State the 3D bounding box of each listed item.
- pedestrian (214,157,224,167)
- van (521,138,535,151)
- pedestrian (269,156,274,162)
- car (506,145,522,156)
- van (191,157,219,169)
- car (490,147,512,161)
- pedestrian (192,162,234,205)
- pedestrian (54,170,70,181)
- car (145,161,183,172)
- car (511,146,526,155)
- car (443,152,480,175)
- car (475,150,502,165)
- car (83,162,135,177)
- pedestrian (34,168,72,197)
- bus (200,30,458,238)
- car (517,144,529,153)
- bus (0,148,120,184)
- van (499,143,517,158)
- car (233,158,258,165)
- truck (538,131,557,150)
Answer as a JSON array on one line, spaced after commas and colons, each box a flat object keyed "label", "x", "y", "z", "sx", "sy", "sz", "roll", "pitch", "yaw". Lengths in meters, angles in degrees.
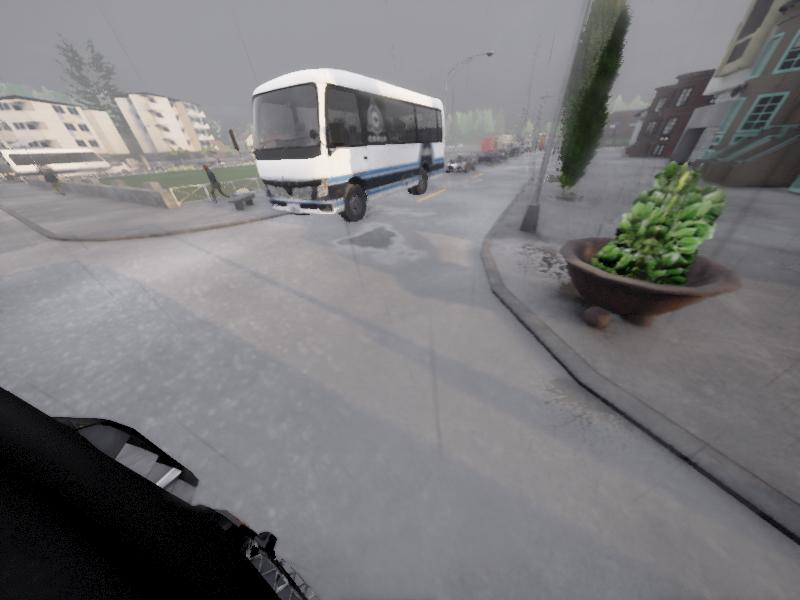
[{"label": "pedestrian", "x": -39.595, "y": -30.099, "z": 50.532, "sx": 0.751, "sy": 1.860, "sz": 0.751, "roll": 16, "pitch": 38, "yaw": 26}, {"label": "van", "x": 32.283, "y": -39.234, "z": 58.391, "sx": 1.988, "sy": 2.561, "sz": 5.915, "roll": 16, "pitch": 38, "yaw": 26}, {"label": "pedestrian", "x": -40.286, "y": -44.090, "z": 72.215, "sx": 0.751, "sy": 1.300, "sz": 0.751, "roll": -2, "pitch": 33, "yaw": 1}, {"label": "car", "x": 21.053, "y": -27.612, "z": 42.709, "sx": 1.816, "sy": 1.474, "sz": 4.193, "roll": 16, "pitch": 38, "yaw": 26}, {"label": "van", "x": -46.900, "y": -32.983, "z": 55.562, "sx": 1.775, "sy": 1.987, "sz": 4.442, "roll": 16, "pitch": 38, "yaw": 26}, {"label": "car", "x": 14.850, "y": -21.467, "z": 33.905, "sx": 1.970, "sy": 1.475, "sz": 3.806, "roll": 16, "pitch": 38, "yaw": 26}, {"label": "pedestrian", "x": -9.369, "y": -5.856, "z": 11.636, "sx": 0.751, "sy": 1.860, "sz": 0.751, "roll": 17, "pitch": 38, "yaw": 27}, {"label": "pedestrian", "x": -50.807, "y": -18.706, "z": 34.700, "sx": 0.751, "sy": 1.300, "sz": 0.751, "roll": 16, "pitch": 38, "yaw": 26}, {"label": "car", "x": -50.869, "y": -28.901, "z": 50.018, "sx": 1.930, "sy": 1.638, "sz": 5.238, "roll": 16, "pitch": 38, "yaw": 26}, {"label": "car", "x": 24.146, "y": -30.601, "z": 47.146, "sx": 1.895, "sy": 1.301, "sz": 4.718, "roll": 16, "pitch": 38, "yaw": 26}, {"label": "car", "x": 5.547, "y": -12.263, "z": 20.721, "sx": 1.970, "sy": 1.475, "sz": 3.806, "roll": 16, "pitch": 38, "yaw": 26}, {"label": "car", "x": 10.963, "y": -17.534, "z": 28.429, "sx": 1.895, "sy": 1.301, "sz": 4.718, "roll": 16, "pitch": 38, "yaw": 26}, {"label": "car", "x": -55.114, "y": -24.871, "z": 43.899, "sx": 2.150, "sy": 2.045, "sz": 5.566, "roll": 16, "pitch": 38, "yaw": 26}, {"label": "pedestrian", "x": -26.472, "y": -8.987, "z": 17.650, "sx": 0.751, "sy": 1.860, "sz": 0.751, "roll": 17, "pitch": 38, "yaw": 27}, {"label": "bus", "x": -1.125, "y": -6.691, "z": 10.300, "sx": 3.944, "sy": 4.253, "sz": 10.273, "roll": 15, "pitch": 38, "yaw": 25}, {"label": "car", "x": 28.103, "y": -34.590, "z": 52.728, "sx": 1.812, "sy": 1.442, "sz": 4.674, "roll": 16, "pitch": 38, "yaw": 26}, {"label": "bus", "x": -54.664, "y": -22.012, "z": 37.534, "sx": 3.944, "sy": 4.253, "sz": 10.273, "roll": 16, "pitch": 38, "yaw": 26}, {"label": "van", "x": 17.753, "y": -24.568, "z": 37.901, "sx": 1.775, "sy": 1.987, "sz": 4.442, "roll": 16, "pitch": 38, "yaw": 26}, {"label": "car", "x": -41.884, "y": -37.699, "z": 62.824, "sx": 2.033, "sy": 1.411, "sz": 5.357, "roll": 16, "pitch": 38, "yaw": 26}, {"label": "truck", "x": 38.817, "y": -41.835, "z": 60.683, "sx": 2.891, "sy": 3.827, "sz": 8.468, "roll": 16, "pitch": 38, "yaw": 26}]
